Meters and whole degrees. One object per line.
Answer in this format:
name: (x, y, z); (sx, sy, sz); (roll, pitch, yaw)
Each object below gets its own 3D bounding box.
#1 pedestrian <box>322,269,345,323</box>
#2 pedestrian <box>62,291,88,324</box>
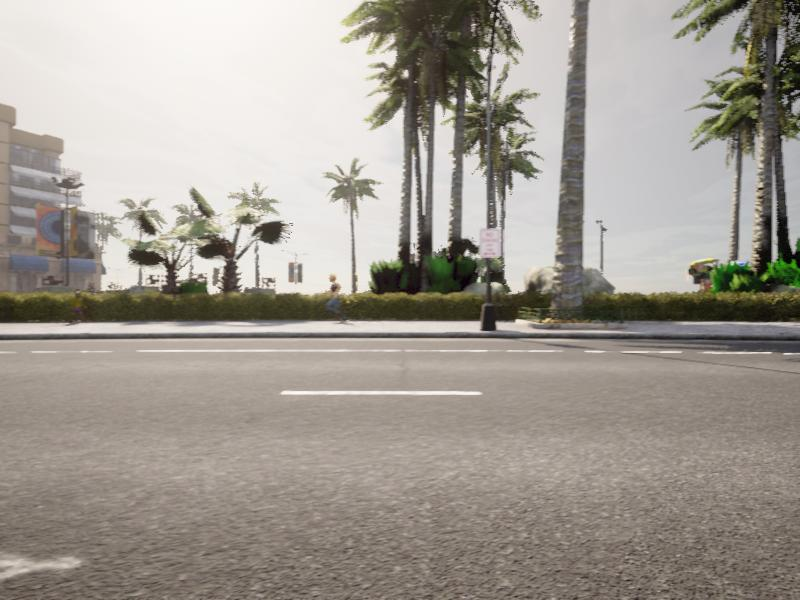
pedestrian: (-2.321, -0.133, 14.038); (0.751, 1.860, 0.751); (0, 0, -5)
pedestrian: (-10.940, 0.251, 13.486); (0.500, 1.100, 0.500); (0, 0, -8)
